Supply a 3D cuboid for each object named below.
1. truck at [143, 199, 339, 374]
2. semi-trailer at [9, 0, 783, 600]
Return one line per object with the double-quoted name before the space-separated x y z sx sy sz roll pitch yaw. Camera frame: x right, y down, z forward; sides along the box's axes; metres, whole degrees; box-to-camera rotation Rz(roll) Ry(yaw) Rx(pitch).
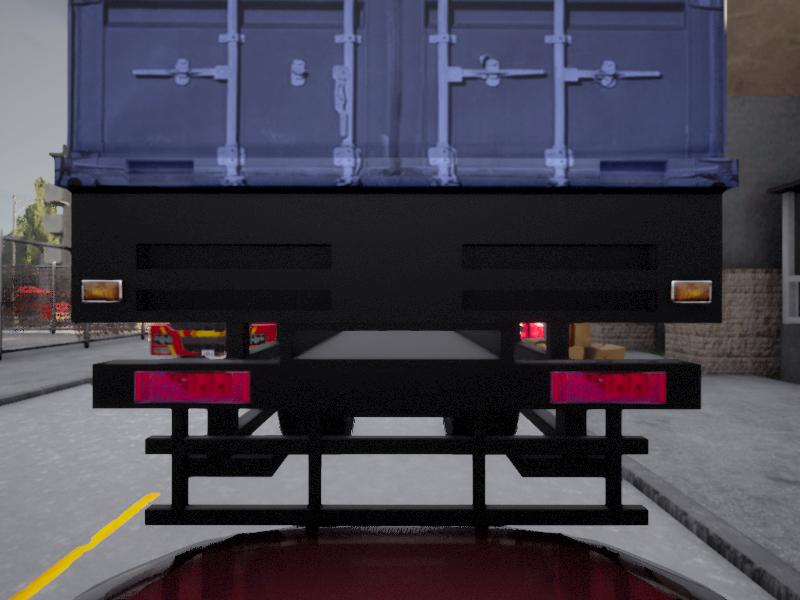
"truck" -4.143 -0.269 13.013 2.891 3.827 8.468 0 0 1
"semi-trailer" -0.015 -0.584 8.544 2.717 4.402 14.254 0 0 0
